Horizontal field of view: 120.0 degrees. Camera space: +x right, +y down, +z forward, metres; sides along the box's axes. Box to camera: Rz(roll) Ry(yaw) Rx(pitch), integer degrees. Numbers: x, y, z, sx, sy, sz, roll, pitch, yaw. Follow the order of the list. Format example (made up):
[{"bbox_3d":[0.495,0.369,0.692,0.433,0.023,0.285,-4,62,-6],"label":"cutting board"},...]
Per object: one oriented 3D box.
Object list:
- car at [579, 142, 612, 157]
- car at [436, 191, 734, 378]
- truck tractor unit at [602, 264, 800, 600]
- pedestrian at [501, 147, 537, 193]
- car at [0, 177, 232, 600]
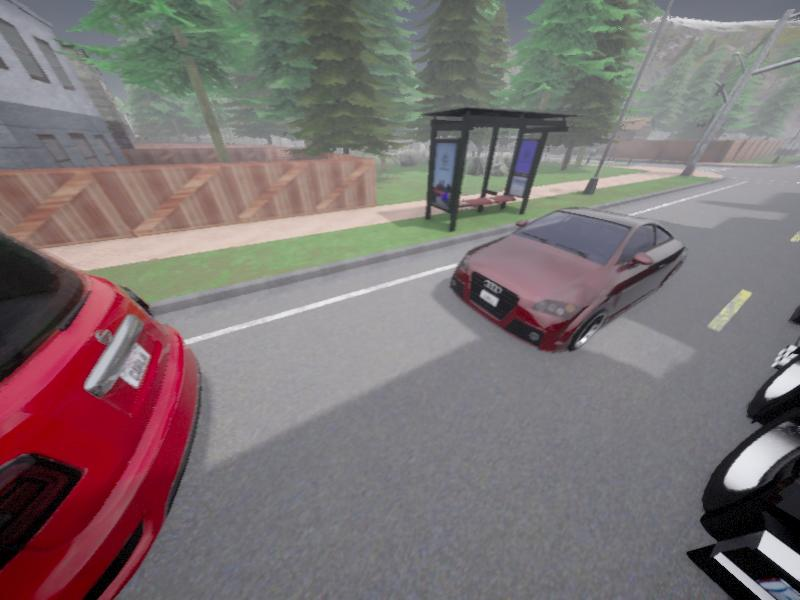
[{"bbox_3d":[32.095,-24.738,37.927,4.605,1.855,1.932,-19,39,-25],"label":"car"},{"bbox_3d":[2.949,-0.735,3.887,4.181,1.385,1.994,-18,39,-24],"label":"car"},{"bbox_3d":[5.109,-0.304,0.787,6.516,4.208,3.053,-18,39,-24],"label":"truck tractor unit"},{"bbox_3d":[5.593,-6.180,10.995,0.751,1.860,0.751,-12,37,-17],"label":"pedestrian"},{"bbox_3d":[-3.975,1.241,0.394,5.566,2.045,2.150,-18,39,-24],"label":"car"}]
